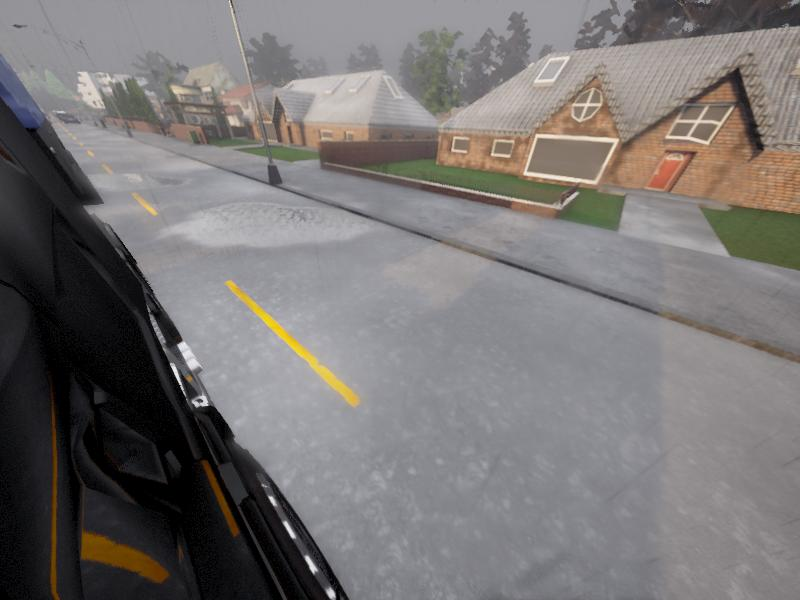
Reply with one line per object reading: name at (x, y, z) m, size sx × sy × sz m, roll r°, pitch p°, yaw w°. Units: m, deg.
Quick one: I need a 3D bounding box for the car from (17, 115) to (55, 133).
car at (-43.955, -21.295, 27.956) m, size 5.008 × 1.535 × 1.882 m, roll 28°, pitch 44°, yaw 30°

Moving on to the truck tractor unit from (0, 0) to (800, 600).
truck tractor unit at (-2.645, -0.295, 0.351) m, size 6.516 × 4.208 × 3.053 m, roll 28°, pitch 44°, yaw 30°

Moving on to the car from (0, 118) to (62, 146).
car at (-28.729, -13.143, 18.069) m, size 4.514 × 1.525 × 2.007 m, roll 28°, pitch 44°, yaw 30°

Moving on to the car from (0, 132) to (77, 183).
car at (-15.670, -6.076, 9.640) m, size 4.181 × 1.385 × 1.994 m, roll 28°, pitch 43°, yaw 30°

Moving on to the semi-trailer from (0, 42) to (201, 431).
semi-trailer at (-8.694, -3.612, 4.227) m, size 14.254 × 4.402 × 2.717 m, roll 28°, pitch 44°, yaw 30°

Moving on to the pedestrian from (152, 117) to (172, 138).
pedestrian at (-27.563, -19.952, 26.761) m, size 0.751 × 1.860 × 0.751 m, roll 27°, pitch 43°, yaw 29°

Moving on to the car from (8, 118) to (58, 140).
car at (-33.538, -15.695, 21.208) m, size 4.193 × 1.474 × 1.816 m, roll 28°, pitch 44°, yaw 30°

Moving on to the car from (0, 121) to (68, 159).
car at (-22.102, -9.596, 13.764) m, size 4.514 × 1.525 × 2.007 m, roll 28°, pitch 44°, yaw 30°
